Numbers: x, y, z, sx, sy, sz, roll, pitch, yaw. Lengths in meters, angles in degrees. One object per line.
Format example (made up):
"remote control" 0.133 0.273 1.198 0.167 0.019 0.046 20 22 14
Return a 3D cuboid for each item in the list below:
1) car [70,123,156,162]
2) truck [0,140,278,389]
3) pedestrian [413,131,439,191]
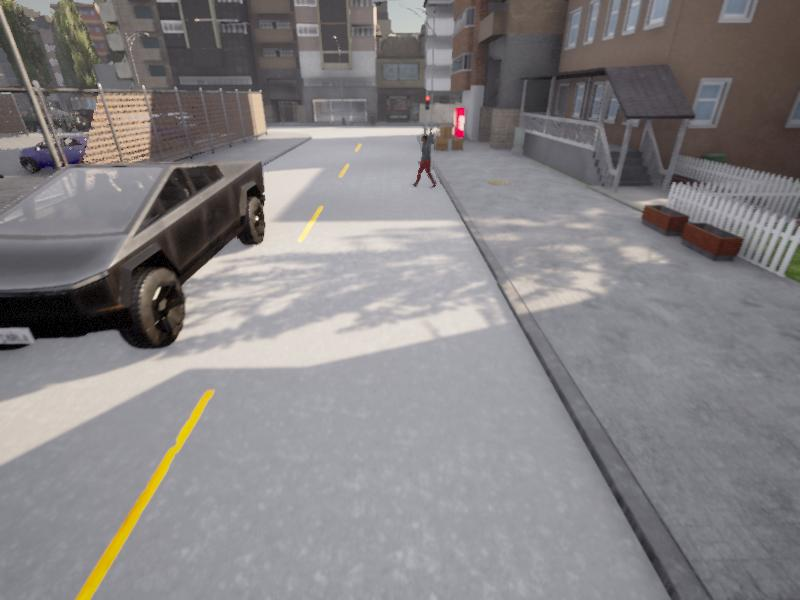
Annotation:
"car" -15.163 -8.496 21.432 1.789 1.547 3.705 -1 27 -1
"truck" -4.265 -1.337 6.965 2.390 2.098 6.274 -1 27 -1
"pedestrian" 0.884 -4.826 13.916 0.751 1.860 0.751 -3 27 -5
